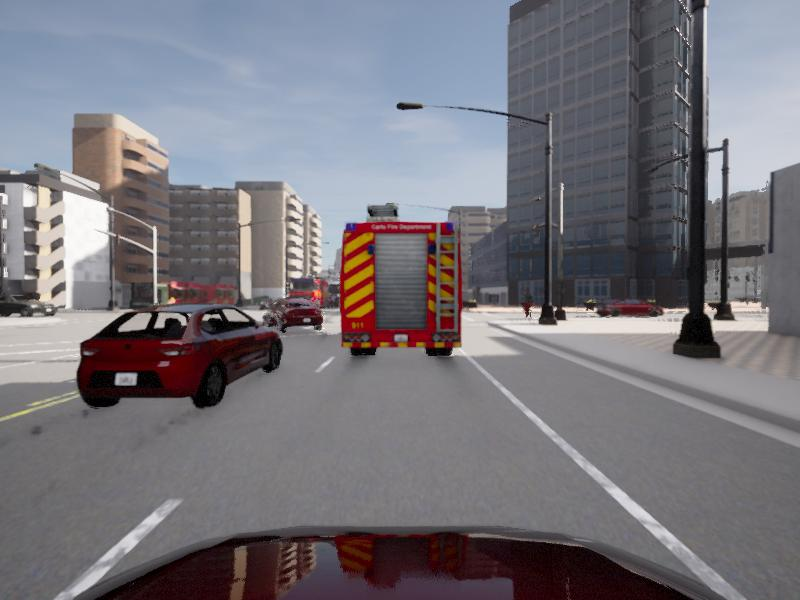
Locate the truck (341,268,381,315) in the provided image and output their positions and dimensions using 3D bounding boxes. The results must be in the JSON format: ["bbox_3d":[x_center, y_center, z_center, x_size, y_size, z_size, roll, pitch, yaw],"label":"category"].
[{"bbox_3d":[-3.415,-0.760,37.369,2.891,3.827,8.468,0,1,0],"label":"truck"}]

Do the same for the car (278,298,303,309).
[{"bbox_3d":[-13.843,0.388,50.854,1.994,1.385,4.181,0,0,1],"label":"car"}]

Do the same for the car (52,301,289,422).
[{"bbox_3d":[-3.485,0.787,7.162,1.816,1.474,4.193,0,1,0],"label":"car"}]

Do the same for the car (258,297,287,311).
[{"bbox_3d":[-13.904,0.366,43.859,1.970,1.475,3.806,0,0,0],"label":"car"}]

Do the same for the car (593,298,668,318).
[{"bbox_3d":[16.240,0.558,28.369,4.181,1.385,1.994,0,1,0],"label":"car"}]

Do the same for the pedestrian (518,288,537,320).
[{"bbox_3d":[7.499,0.218,23.502,0.751,1.860,0.751,-1,1,-37],"label":"pedestrian"}]

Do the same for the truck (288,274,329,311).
[{"bbox_3d":[-10.414,-0.820,46.516,2.891,3.827,8.468,0,0,0],"label":"truck"}]

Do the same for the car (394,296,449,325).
[{"bbox_3d":[1.427,0.549,23.996,2.038,1.542,4.974,1,1,18],"label":"car"}]

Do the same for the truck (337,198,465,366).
[{"bbox_3d":[0.042,-0.452,13.356,2.891,3.827,8.468,0,1,0],"label":"truck"}]

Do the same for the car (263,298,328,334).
[{"bbox_3d":[-5.117,0.669,19.088,1.812,1.442,4.674,0,1,-30],"label":"car"}]

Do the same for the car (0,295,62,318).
[{"bbox_3d":[-27.737,0.438,28.806,5.027,1.651,2.152,0,1,1],"label":"car"}]

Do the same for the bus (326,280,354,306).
[{"bbox_3d":[-10.391,-1.080,70.685,3.944,4.253,10.273,0,0,-4],"label":"bus"}]
